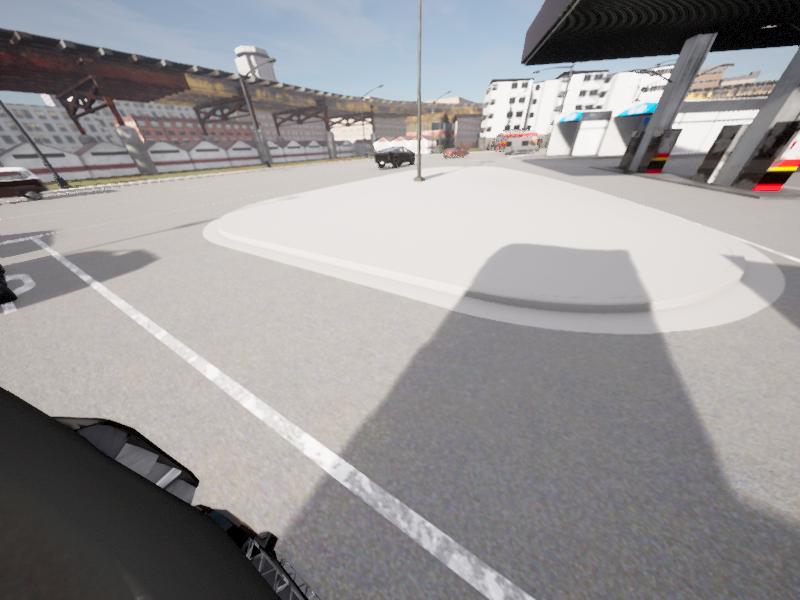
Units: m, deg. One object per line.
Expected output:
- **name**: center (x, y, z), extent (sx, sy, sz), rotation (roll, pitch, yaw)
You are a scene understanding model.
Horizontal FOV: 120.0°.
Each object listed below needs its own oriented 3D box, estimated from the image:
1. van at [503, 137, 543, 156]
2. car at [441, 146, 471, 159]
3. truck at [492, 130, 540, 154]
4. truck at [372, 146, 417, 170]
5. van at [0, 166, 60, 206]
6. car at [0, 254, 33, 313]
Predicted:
- **van**: center (22.137, -27.745, 41.692), extent (5.915, 2.561, 1.988), rotation (-9, 34, -10)
- **car**: center (10.142, -26.525, 41.541), extent (5.027, 1.651, 2.152), rotation (-21, 38, -25)
- **truck**: center (25.105, -34.525, 50.498), extent (8.468, 3.827, 2.891), rotation (-4, 34, -2)
- **truck**: center (-0.465, -17.354, 28.099), extent (2.390, 2.098, 6.274), rotation (17, 38, 26)
- **van**: center (-26.344, -7.242, 14.818), extent (2.069, 2.038, 4.480), rotation (16, 38, 26)
- **car**: center (-8.864, -0.580, 4.032), extent (3.633, 1.501, 1.845), rotation (17, 38, 27)
